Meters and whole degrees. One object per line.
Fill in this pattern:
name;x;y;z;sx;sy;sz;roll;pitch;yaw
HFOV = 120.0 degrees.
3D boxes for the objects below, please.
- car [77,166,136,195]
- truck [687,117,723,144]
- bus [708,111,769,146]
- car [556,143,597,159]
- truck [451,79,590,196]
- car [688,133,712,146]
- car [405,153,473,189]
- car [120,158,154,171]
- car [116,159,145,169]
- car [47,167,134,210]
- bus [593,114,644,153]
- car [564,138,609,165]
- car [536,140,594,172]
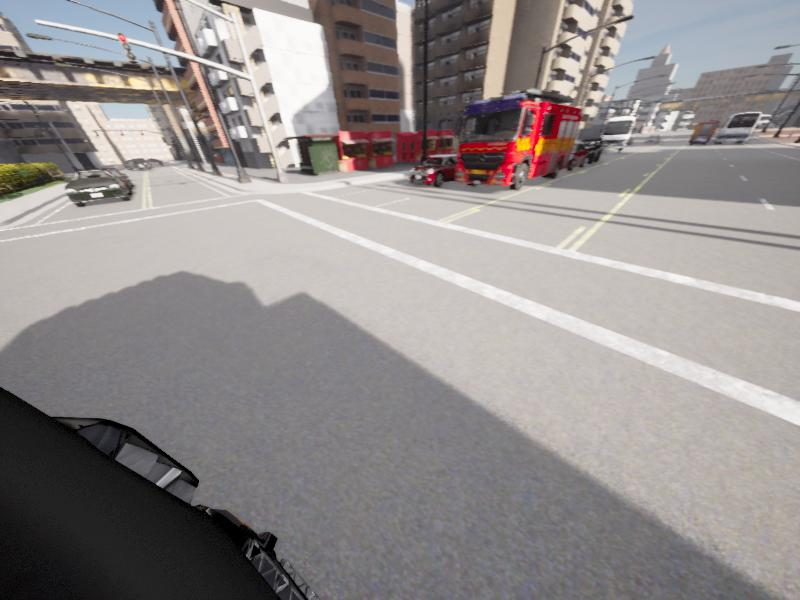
car;-22.818;-9.491;18.198;2.163;1.488;4.792;-30;42;-33
truck;60.870;-33.908;46.188;8.468;3.827;2.891;-31;43;-33
bus;57.423;-29.398;39.629;10.273;4.253;3.944;-30;43;-33
car;20.618;-17.419;26.996;4.181;1.385;1.994;-21;38;-26
truck;6.631;-8.511;12.476;8.468;3.827;2.891;-30;42;-34
car;52.837;-28.266;40.681;4.856;1.649;2.033;-30;43;-33
car;2.343;-7.777;13.785;3.806;1.475;1.970;-30;42;-34
car;-46.736;-24.093;41.092;3.866;1.878;1.905;6;35;14
car;-59.551;-30.105;51.181;2.038;1.542;4.974;-13;36;-14
car;-18.081;-6.872;13.863;2.152;1.651;5.027;-29;42;-33
bus;33.419;-25.614;35.783;3.944;4.253;10.273;21;40;30
car;16.929;-13.518;20.957;3.866;1.878;1.905;-30;42;-34
car;12.573;-10.995;17.571;4.553;1.767;2.097;-29;42;-34
